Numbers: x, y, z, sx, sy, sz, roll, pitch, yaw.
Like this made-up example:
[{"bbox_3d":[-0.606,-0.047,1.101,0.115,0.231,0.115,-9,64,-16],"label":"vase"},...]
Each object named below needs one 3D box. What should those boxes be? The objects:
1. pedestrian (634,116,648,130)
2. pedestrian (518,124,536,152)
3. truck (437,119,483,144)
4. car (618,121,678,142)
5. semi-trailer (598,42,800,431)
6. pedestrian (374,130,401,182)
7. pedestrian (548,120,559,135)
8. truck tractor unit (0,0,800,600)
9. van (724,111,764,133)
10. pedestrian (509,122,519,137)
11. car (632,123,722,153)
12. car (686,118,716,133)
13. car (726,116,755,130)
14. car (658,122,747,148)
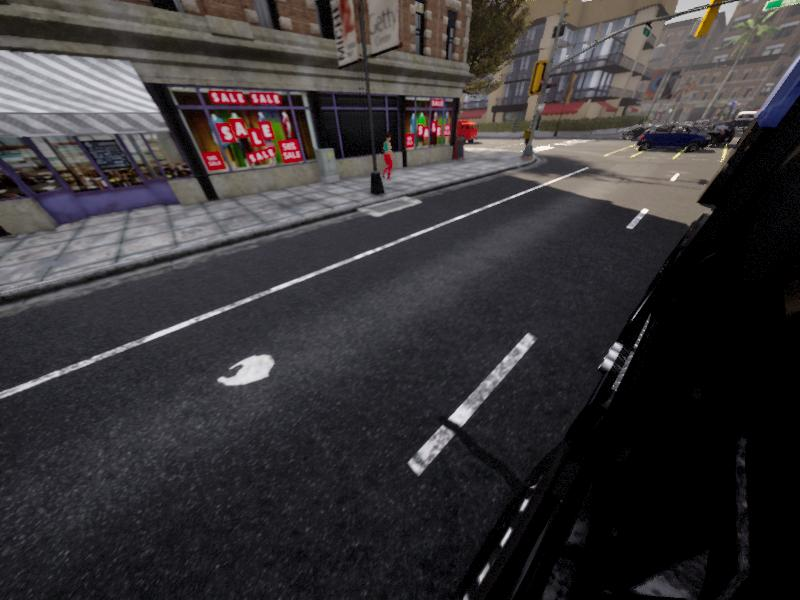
[{"bbox_3d":[40.040,-29.379,38.363,0.751,1.860,0.751,-30,45,-32],"label":"pedestrian"},{"bbox_3d":[10.651,-13.520,19.348,0.751,1.860,0.751,21,43,28],"label":"pedestrian"},{"bbox_3d":[7.841,-22.544,31.026,2.627,2.467,5.204,-30,45,-31],"label":"truck"},{"bbox_3d":[25.368,-17.279,23.739,1.789,1.549,3.705,-30,45,-31],"label":"car"},{"bbox_3d":[8.701,-3.605,4.222,14.254,4.402,2.717,-28,44,-30],"label":"semi-trailer"},{"bbox_3d":[-0.538,-6.469,10.415,0.751,1.860,0.751,-30,45,-32],"label":"pedestrian"},{"bbox_3d":[23.966,-26.959,36.123,0.751,1.860,0.751,-32,46,-33],"label":"pedestrian"},{"bbox_3d":[2.645,-0.295,0.351,6.516,4.208,3.053,-28,44,-30],"label":"truck tractor unit"},{"bbox_3d":[43.805,-22.784,29.527,4.480,2.038,2.069,-30,45,-31],"label":"van"},{"bbox_3d":[18.100,-27.088,36.649,0.751,1.860,0.751,-28,44,-30],"label":"pedestrian"},{"bbox_3d":[19.552,-11.552,16.497,1.789,1.549,3.705,-30,44,-31],"label":"car"},{"bbox_3d":[41.943,-24.312,32.163,4.674,1.442,1.812,-29,45,-31],"label":"car"},{"bbox_3d":[48.639,-25.278,33.041,4.674,1.442,1.812,-29,45,-31],"label":"car"},{"bbox_3d":[23.771,-13.157,18.387,1.845,1.501,3.633,-11,38,-11],"label":"car"}]
